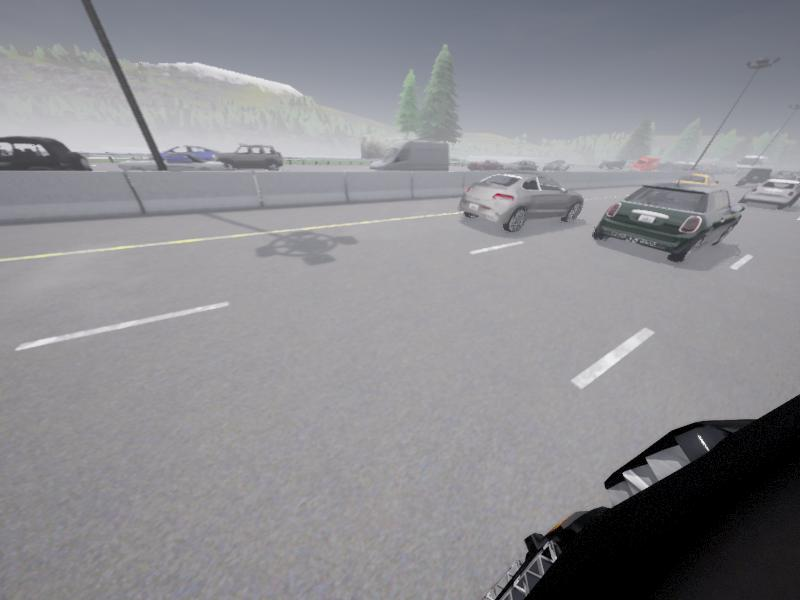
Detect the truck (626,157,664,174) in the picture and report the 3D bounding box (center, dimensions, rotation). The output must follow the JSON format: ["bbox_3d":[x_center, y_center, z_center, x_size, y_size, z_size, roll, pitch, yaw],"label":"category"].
[{"bbox_3d":[45.025,-24.823,42.547,5.204,2.467,2.627,-17,40,-26],"label":"truck"}]

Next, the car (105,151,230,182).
[{"bbox_3d":[-12.842,-7.692,13.308,4.718,1.301,1.895,-16,38,-26],"label":"car"}]

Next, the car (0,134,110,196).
[{"bbox_3d":[-14.785,-5.167,8.824,3.866,1.878,1.905,-16,38,-26],"label":"car"}]

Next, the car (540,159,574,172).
[{"bbox_3d":[23.953,-20.503,35.260,4.974,1.542,2.038,-19,40,-30],"label":"car"}]

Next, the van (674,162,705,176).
[{"bbox_3d":[54.223,-24.585,43.336,4.480,2.038,2.069,-16,38,-26],"label":"van"}]

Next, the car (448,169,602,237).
[{"bbox_3d":[4.549,-3.742,8.461,5.027,1.651,2.152,-15,38,-26],"label":"car"}]

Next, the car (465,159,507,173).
[{"bbox_3d":[10.561,-16.429,28.289,4.718,1.301,1.895,-16,38,-26],"label":"car"}]

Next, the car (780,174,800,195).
[{"bbox_3d":[40.009,-11.363,22.736,3.988,1.617,1.851,-16,38,-26],"label":"car"}]

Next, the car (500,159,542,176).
[{"bbox_3d":[13.910,-15.202,26.549,4.193,1.474,1.816,-16,38,-26],"label":"car"}]

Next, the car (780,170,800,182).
[{"bbox_3d":[71.407,-22.339,41.677,4.856,1.649,2.033,-16,38,-26],"label":"car"}]

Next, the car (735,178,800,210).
[{"bbox_3d":[24.267,-6.933,14.950,3.806,1.475,1.970,-16,38,-26],"label":"car"}]

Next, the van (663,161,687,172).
[{"bbox_3d":[66.774,-32.360,56.009,4.480,2.038,2.069,-16,38,-26],"label":"van"}]

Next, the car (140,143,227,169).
[{"bbox_3d":[-16.545,-11.217,18.100,4.514,1.525,2.007,-16,38,-26],"label":"car"}]

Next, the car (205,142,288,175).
[{"bbox_3d":[-11.242,-10.610,17.284,4.605,1.855,1.932,-17,38,-25],"label":"car"}]

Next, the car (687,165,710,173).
[{"bbox_3d":[70.793,-31.066,54.786,4.974,1.542,2.038,-16,38,-26],"label":"car"}]

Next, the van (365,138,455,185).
[{"bbox_3d":[0.711,-9.743,16.343,5.915,2.561,1.988,-15,38,-26],"label":"van"}]

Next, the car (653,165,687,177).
[{"bbox_3d":[45.284,-21.711,38.783,4.902,1.511,2.128,-16,38,-26],"label":"car"}]

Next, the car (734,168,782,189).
[{"bbox_3d":[40.928,-13.965,26.460,3.866,1.878,1.905,-16,38,-26],"label":"car"}]

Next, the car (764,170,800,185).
[{"bbox_3d":[58.576,-18.781,35.292,4.611,1.667,2.242,-16,38,-26],"label":"car"}]

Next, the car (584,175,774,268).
[{"bbox_3d":[8.204,-2.598,6.879,4.553,1.767,2.097,-16,38,-26],"label":"car"}]

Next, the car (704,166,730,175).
[{"bbox_3d":[70.225,-28.617,51.196,4.902,1.511,2.128,-16,38,-26],"label":"car"}]

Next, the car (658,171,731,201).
[{"bbox_3d":[21.655,-8.479,16.973,5.366,1.575,1.801,-16,38,-26],"label":"car"}]

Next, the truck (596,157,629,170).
[{"bbox_3d":[44.430,-28.406,48.236,6.274,2.098,2.390,-16,38,-26],"label":"truck"}]

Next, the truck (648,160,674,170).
[{"bbox_3d":[67.359,-34.781,59.629,6.274,2.098,2.390,-16,38,-26],"label":"truck"}]
